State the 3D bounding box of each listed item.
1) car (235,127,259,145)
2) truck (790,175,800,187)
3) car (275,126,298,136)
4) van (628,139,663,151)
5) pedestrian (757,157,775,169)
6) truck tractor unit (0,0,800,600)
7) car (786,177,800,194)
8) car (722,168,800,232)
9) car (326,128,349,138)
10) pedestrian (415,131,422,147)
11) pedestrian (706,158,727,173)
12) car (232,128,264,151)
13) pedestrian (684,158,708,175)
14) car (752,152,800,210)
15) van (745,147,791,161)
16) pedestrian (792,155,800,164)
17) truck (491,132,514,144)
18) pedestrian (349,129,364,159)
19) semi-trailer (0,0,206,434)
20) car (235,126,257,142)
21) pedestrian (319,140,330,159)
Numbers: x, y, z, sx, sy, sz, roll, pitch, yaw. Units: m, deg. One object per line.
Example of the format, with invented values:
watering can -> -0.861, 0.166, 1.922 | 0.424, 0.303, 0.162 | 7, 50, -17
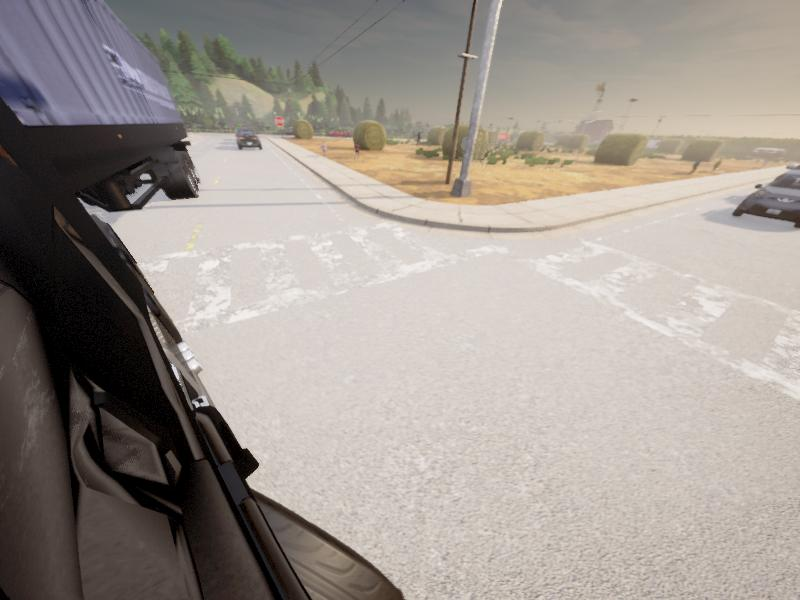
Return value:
car -> -17.998, -19.319, 27.198 | 1.882, 1.535, 5.008 | -16, 41, -24
truck -> 31.483, -9.373, 16.332 | 5.204, 2.467, 2.627 | -17, 41, -24
car -> -23.051, -34.263, 46.965 | 3.806, 1.475, 1.970 | -14, 40, -22
van -> 68.419, -43.415, 64.635 | 1.988, 2.561, 5.915 | -16, 41, -24
pedestrian -> 41.060, -15.383, 25.939 | 0.500, 1.100, 0.500 | -28, 46, -35
truck tractor unit -> -2.645, -0.295, 0.351 | 6.516, 4.208, 3.053 | 28, 44, 30
car -> 25.786, -7.267, 13.891 | 3.705, 1.549, 1.789 | -17, 41, -25
car -> 14.121, -3.705, 8.316 | 3.633, 1.501, 1.845 | -17, 41, -25
car -> -13.679, -36.662, 50.790 | 4.514, 1.525, 2.007 | -14, 40, -22
pedestrian -> 2.673, -22.867, 32.761 | 0.751, 1.860, 0.751 | 1, 37, -3
pedestrian -> 27.115, -11.512, 19.780 | 0.500, 1.100, 0.500 | -20, 42, -28
car -> -14.772, -15.652, 22.486 | 2.038, 1.542, 4.974 | -16, 41, -24
pedestrian -> 22.944, -10.347, 17.928 | 0.500, 1.100, 0.500 | -6, 38, -12
car -> 20.032, -5.702, 10.979 | 5.566, 2.045, 2.150 | -17, 41, -24
van -> 76.076, -30.200, 47.825 | 2.069, 2.038, 4.480 | -16, 41, -24
pedestrian -> 65.310, -23.185, 37.454 | 0.751, 1.860, 0.751 | -15, 40, -23
truck -> 28.622, -45.481, 64.743 | 5.204, 2.467, 2.627 | -14, 40, -22
pedestrian -> -3.280, -11.813, 17.496 | 0.751, 1.860, 0.751 | 8, 37, 7
semi-trailer -> -7.297, -4.281, 5.254 | 2.717, 4.402, 14.254 | -19, 42, -26
car -> -21.298, -23.053, 32.009 | 2.007, 1.525, 4.514 | -16, 41, -24
pedestrian -> -5.624, -11.193, 17.170 | 0.500, 1.100, 0.500 | 2, 37, -2
